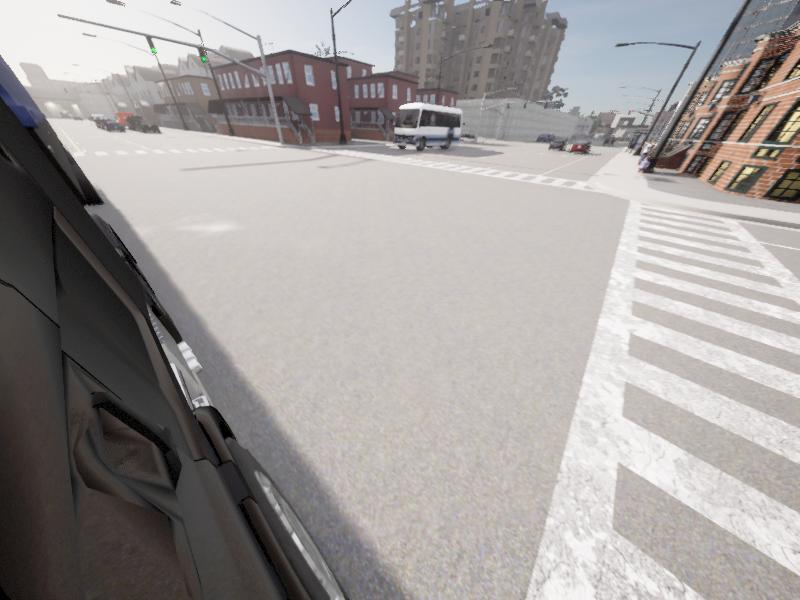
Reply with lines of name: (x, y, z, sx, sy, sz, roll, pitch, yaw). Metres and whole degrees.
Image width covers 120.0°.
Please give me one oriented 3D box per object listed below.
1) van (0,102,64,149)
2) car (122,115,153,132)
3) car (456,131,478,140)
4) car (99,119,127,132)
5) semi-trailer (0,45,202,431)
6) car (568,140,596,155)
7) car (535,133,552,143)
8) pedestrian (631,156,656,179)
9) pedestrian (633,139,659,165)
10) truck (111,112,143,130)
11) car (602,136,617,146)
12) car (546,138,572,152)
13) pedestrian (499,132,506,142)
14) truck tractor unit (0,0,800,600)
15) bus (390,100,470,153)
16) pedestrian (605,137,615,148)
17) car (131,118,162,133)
van: (-28.315, -13.294, 17.575, 5.915, 2.561, 1.988, 28, 44, 30)
car: (-45.191, -30.333, 39.683, 5.566, 2.045, 2.150, 28, 44, 30)
car: (16.696, -40.956, 57.487, 4.718, 1.301, 1.895, 31, 45, 27)
car: (-44.325, -26.885, 35.648, 4.674, 1.442, 1.812, 28, 44, 30)
semi-trailer: (-8.701, -3.595, 4.236, 14.254, 4.402, 2.717, 28, 44, 30)
car: (26.121, -21.929, 33.097, 2.163, 1.488, 4.792, 28, 44, 30)
car: (39.274, -44.203, 63.037, 2.150, 2.045, 5.566, 28, 44, 30)
pedestrian: (14.527, -7.916, 13.801, 0.500, 1.100, 0.500, 20, 40, 22)
pedestrian: (21.834, -13.132, 20.532, 0.751, 1.860, 0.751, 30, 45, 31)
truck: (-51.327, -33.699, 43.464, 5.204, 2.467, 2.627, 29, 44, 31)
car: (58.229, -44.159, 64.075, 2.150, 2.045, 5.566, 28, 44, 30)
car: (25.074, -24.447, 36.363, 2.128, 1.511, 4.902, 28, 44, 30)
pedestrian: (25.772, -40.927, 57.993, 0.751, 1.860, 0.751, -29, 47, -35)
truck tractor unit: (-2.645, -0.295, 0.351, 6.516, 4.208, 3.053, 28, 44, 30)
bus: (3.713, -20.517, 27.615, 3.944, 4.253, 10.273, 28, 44, 30)
pedestrian: (45.545, -34.136, 50.110, 0.751, 1.860, 0.751, 20, 40, 22)
car: (-39.652, -27.290, 36.165, 4.553, 1.767, 2.097, 28, 44, 30)
